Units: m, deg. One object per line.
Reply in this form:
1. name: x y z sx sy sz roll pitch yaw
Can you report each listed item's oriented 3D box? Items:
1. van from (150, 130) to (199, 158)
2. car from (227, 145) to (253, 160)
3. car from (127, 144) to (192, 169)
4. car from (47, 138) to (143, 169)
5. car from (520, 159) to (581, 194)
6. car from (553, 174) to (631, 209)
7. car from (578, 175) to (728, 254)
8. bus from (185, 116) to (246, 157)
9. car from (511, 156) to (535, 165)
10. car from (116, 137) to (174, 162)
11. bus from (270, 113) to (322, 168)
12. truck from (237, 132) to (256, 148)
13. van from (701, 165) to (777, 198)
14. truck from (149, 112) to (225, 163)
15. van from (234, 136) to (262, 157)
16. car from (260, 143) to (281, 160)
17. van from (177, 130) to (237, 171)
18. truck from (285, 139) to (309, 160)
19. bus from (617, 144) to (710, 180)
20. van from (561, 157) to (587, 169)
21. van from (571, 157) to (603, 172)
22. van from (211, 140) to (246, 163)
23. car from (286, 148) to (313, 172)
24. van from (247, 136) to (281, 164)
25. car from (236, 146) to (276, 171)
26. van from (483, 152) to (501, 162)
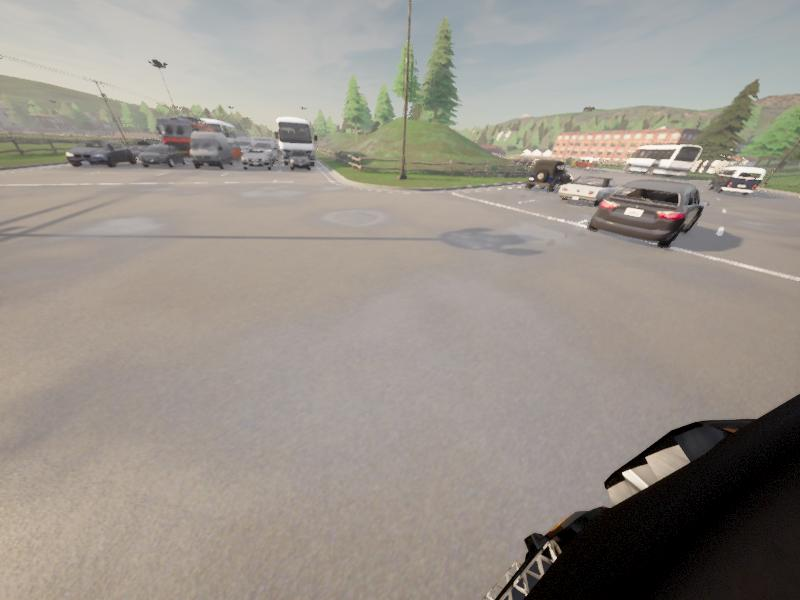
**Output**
1. van: -27.946 -19.505 28.941 1.988 2.561 5.915 -10 35 -18
2. car: -21.034 -19.602 30.624 1.812 1.442 4.674 -10 36 -19
3. car: -19.556 -11.942 19.120 1.837 1.490 4.892 -10 36 -19
4. car: -22.623 -11.155 17.529 2.242 1.667 4.611 -10 36 -19
5. car: 10.876 -8.984 16.689 3.866 1.878 1.905 -23 42 -33
6. car: 11.050 -6.320 13.217 4.718 1.301 1.895 -21 41 -32
7. car: 8.737 -3.204 7.988 4.611 1.667 2.242 -20 40 -30
8. bus: -26.704 -24.073 34.388 3.944 4.253 10.273 -10 35 -18
9. car: 30.161 -34.255 56.766 2.163 1.488 4.792 -10 35 -18
10. car: -25.242 -15.167 23.196 1.932 1.855 4.605 -10 36 -18
11. bus: -11.819 -18.170 26.640 3.944 4.253 10.273 -10 36 -18
12. truck: -47.961 -50.063 72.361 2.891 3.827 8.468 -10 36 -18
13. van: 29.493 -10.534 20.364 2.069 2.038 4.480 25 40 28
14. truck: -22.699 -17.690 25.443 2.891 3.827 8.468 -10 36 -19
15. van: -23.792 -24.165 36.409 2.351 2.431 6.366 -10 36 -18
16. car: -18.355 -21.245 32.911 1.905 1.878 3.866 -10 36 -19
17. van: -16.274 -12.957 19.965 1.988 2.561 5.915 -10 36 -18
18. truck: -15.392 -22.508 34.545 2.627 2.467 5.204 -10 35 -19
19. bus: 42.375 -22.988 38.184 3.944 4.253 10.273 9 34 5
20. van: 38.906 -30.777 51.737 1.775 1.987 4.442 -3 34 -9
21. van: 35.888 -26.173 44.496 2.069 2.038 4.480 4 33 -2
22. van: -18.735 -16.397 25.470 1.775 1.987 4.442 -10 36 -18
23. car: -9.326 -13.055 21.506 1.851 1.617 3.988 -10 36 -18
24. van: -15.770 -17.615 27.144 2.351 2.431 6.366 -10 36 -18
25. car: -12.880 -12.930 21.023 2.152 1.651 5.027 -10 36 -18
26. van: 24.298 -37.952 61.427 1.775 1.987 4.442 -10 35 -18
